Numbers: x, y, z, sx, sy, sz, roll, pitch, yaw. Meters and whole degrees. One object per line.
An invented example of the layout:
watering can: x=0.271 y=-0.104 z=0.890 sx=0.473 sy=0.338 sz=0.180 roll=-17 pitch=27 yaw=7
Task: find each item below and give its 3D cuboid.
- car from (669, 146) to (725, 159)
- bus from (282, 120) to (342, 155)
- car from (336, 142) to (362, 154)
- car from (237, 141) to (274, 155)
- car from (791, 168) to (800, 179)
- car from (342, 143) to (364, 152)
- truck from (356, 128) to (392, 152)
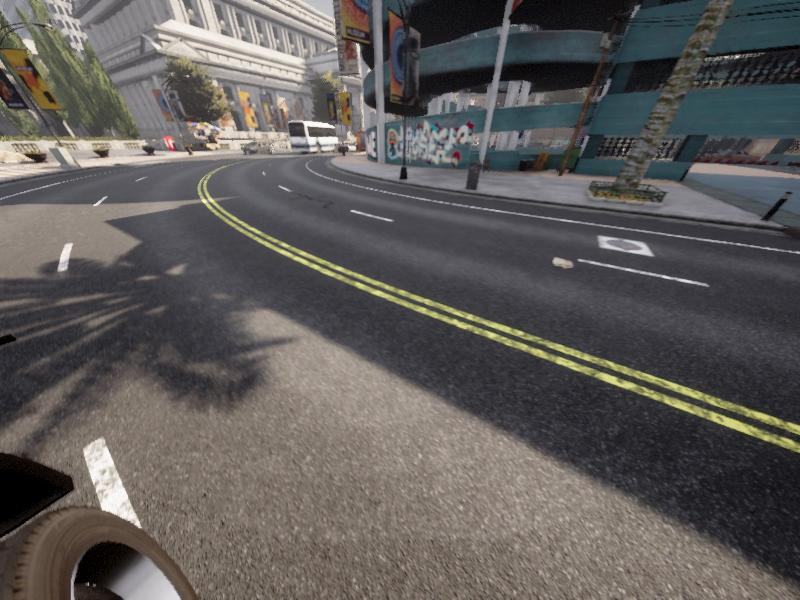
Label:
car: x=45.301 y=-22.611 z=35.426 sx=4.786 sy=1.482 sz=2.161 roll=20 pitch=39 yaw=25
bus: x=-14.189 y=-27.184 z=38.823 sx=3.944 sy=4.253 sz=10.273 roll=9 pitch=36 yaw=12
car: x=-9.186 y=-27.639 z=41.917 sx=2.038 sy=1.542 sz=4.974 roll=14 pitch=37 yaw=18
car: x=-22.200 y=-23.579 z=35.808 sx=2.242 sy=1.667 sz=4.611 roll=6 pitch=35 yaw=7
car: x=29.864 y=-8.205 z=13.968 sx=5.566 sy=2.045 sz=2.435 roll=20 pitch=39 yaw=25
car: x=-9.567 y=-31.470 z=47.583 sx=1.895 sy=1.301 sz=4.718 roll=18 pitch=39 yaw=23
truck: x=-5.084 y=-32.928 z=47.526 sx=2.891 sy=3.827 sz=8.468 roll=19 pitch=39 yaw=24
